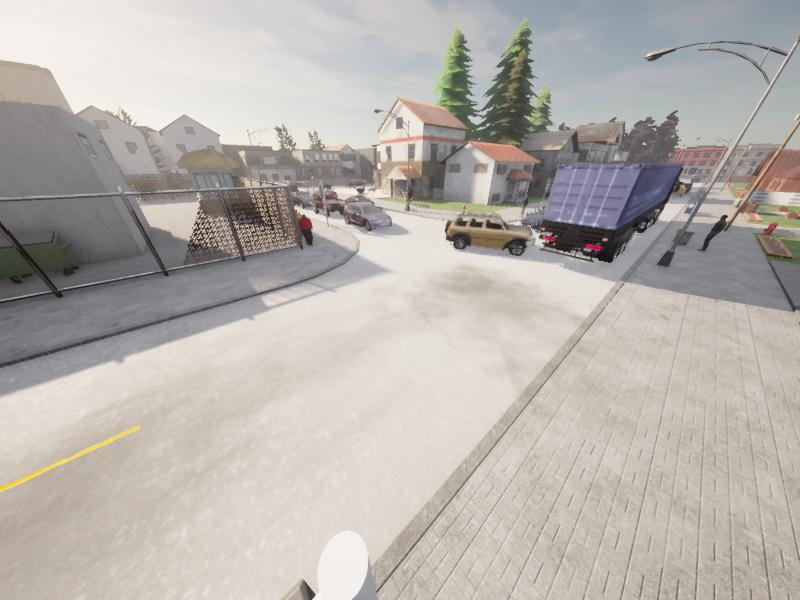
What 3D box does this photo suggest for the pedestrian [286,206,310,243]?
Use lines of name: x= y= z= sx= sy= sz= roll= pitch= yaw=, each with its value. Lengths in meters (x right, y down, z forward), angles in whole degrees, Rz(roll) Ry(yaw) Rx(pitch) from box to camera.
pedestrian: x=-5.971 y=-4.444 z=13.569 sx=0.751 sy=1.860 sz=0.751 roll=-20 pitch=36 yaw=-31

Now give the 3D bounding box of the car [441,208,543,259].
car: x=4.815 y=-3.746 z=12.611 sx=4.605 sy=1.855 sz=1.932 roll=12 pitch=33 yaw=19

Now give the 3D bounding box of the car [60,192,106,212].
car: x=-33.330 y=-10.450 z=24.440 sx=1.816 sy=1.474 sz=4.193 roll=-23 pitch=37 yaw=-34

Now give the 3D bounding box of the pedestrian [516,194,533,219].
pedestrian: x=10.668 y=-8.063 z=19.856 sx=0.751 sy=1.860 sz=0.751 roll=11 pitch=32 yaw=18

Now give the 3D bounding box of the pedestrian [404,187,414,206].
pedestrian: x=0.962 y=-11.576 z=25.941 sx=0.751 sy=1.860 sz=0.751 roll=-23 pitch=37 yaw=-34

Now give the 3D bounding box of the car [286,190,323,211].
car: x=-10.886 y=-11.340 z=26.136 sx=2.128 sy=1.511 sz=4.902 roll=-23 pitch=37 yaw=-34

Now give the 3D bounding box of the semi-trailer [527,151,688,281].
semi-trailer: x=12.439 y=-5.480 z=13.080 sx=14.254 sy=4.402 sz=2.717 roll=-23 pitch=37 yaw=-34

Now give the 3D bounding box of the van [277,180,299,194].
van: x=-19.483 y=-19.760 z=40.244 sx=1.775 sy=1.987 sz=4.442 roll=-24 pitch=37 yaw=-35

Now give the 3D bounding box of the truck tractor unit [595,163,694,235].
truck tractor unit: x=18.502 y=-7.940 z=17.531 sx=6.516 sy=4.208 sz=3.053 roll=-23 pitch=37 yaw=-34

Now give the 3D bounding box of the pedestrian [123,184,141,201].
pedestrian: x=-35.295 y=-14.173 z=30.439 sx=0.751 sy=1.860 sz=0.751 roll=-17 pitch=34 yaw=-27

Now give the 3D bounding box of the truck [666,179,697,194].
truck: x=49.349 y=-19.950 z=40.461 sx=6.274 sy=2.098 sz=2.390 roll=-23 pitch=37 yaw=-34

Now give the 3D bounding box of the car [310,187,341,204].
car: x=-9.926 y=-13.902 z=30.558 sx=2.007 sy=1.525 sz=4.514 roll=-23 pitch=37 yaw=-34

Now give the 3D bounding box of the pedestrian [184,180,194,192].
pedestrian: x=-36.967 y=-20.046 z=40.492 sx=0.751 sy=1.860 sz=0.751 roll=-21 pitch=36 yaw=-31

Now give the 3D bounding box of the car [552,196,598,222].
car: x=15.571 y=-8.188 z=20.580 sx=3.988 sy=1.617 sz=1.851 roll=-23 pitch=37 yaw=-34

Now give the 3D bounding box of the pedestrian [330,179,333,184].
pedestrian: x=-17.396 y=-30.155 z=58.879 sx=0.500 sy=1.100 sz=0.500 roll=-22 pitch=37 yaw=-33

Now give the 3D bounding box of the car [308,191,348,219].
car: x=-6.867 y=-9.105 z=21.884 sx=1.905 sy=1.878 sz=3.866 roll=-23 pitch=37 yaw=-34

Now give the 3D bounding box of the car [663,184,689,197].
car: x=43.629 y=-17.307 z=36.445 sx=5.008 sy=1.535 sz=1.882 roll=-23 pitch=37 yaw=-34

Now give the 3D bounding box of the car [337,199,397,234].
car: x=-2.595 y=-6.449 z=17.549 sx=2.033 sy=1.649 sz=4.856 roll=-23 pitch=37 yaw=-34

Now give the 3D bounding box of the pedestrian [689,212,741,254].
pedestrian: x=16.017 y=-3.428 z=11.827 sx=0.751 sy=1.860 sz=0.751 roll=20 pitch=35 yaw=30

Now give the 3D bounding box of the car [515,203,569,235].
car: x=10.362 y=-5.970 z=16.815 sx=3.633 sy=1.501 sz=1.845 roll=-23 pitch=37 yaw=-34

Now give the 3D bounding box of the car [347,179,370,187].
car: x=-9.580 y=-27.161 z=53.570 sx=4.792 sy=1.488 sz=2.163 roll=-23 pitch=37 yaw=-34

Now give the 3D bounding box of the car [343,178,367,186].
car: x=-11.035 y=-29.263 z=57.110 sx=5.366 sy=1.575 sz=1.801 roll=-24 pitch=37 yaw=-35

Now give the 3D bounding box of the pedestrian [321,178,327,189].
pedestrian: x=-15.045 y=-23.138 z=45.948 sx=0.751 sy=1.860 sz=0.751 roll=-15 pitch=33 yaw=-24

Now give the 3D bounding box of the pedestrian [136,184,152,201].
pedestrian: x=-33.682 y=-14.154 z=30.405 sx=0.751 sy=1.860 sz=0.751 roll=-23 pitch=37 yaw=-34

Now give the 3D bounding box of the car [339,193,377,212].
car: x=-4.602 y=-10.662 z=25.104 sx=1.994 sy=1.385 sz=4.181 roll=-23 pitch=37 yaw=-34

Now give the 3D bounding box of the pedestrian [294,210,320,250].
pedestrian: x=-4.969 y=-3.759 z=12.383 sx=0.751 sy=1.860 sz=0.751 roll=-20 pitch=35 yaw=-30
